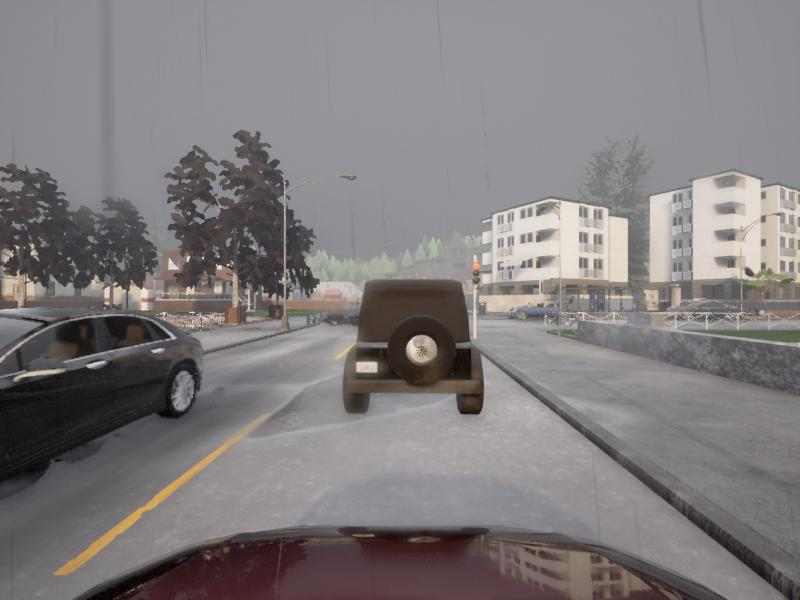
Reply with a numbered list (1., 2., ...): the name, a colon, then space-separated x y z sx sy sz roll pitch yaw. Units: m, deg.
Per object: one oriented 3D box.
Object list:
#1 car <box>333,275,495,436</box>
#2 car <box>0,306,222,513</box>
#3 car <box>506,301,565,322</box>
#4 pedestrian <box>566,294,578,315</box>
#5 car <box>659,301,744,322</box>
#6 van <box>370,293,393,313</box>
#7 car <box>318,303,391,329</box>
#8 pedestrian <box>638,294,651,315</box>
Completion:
1. car: 0.220 0.646 6.640 1.905 1.878 3.866 0 0 2
2. car: -3.872 0.845 4.046 1.837 1.490 4.892 0 0 2
3. car: 10.163 0.853 30.301 3.806 1.475 1.970 0 0 2
4. pedestrian: 15.519 0.420 36.021 0.751 1.860 0.751 0 0 -1
5. car: 22.418 0.843 29.858 4.892 1.490 1.837 0 0 2
6. van: -2.300 0.379 51.361 2.351 2.431 6.366 0 0 2
7. car: -2.618 0.894 24.869 2.033 1.411 5.357 0 0 25
8. pedestrian: 21.941 0.417 35.886 0.751 1.860 0.751 0 0 2
